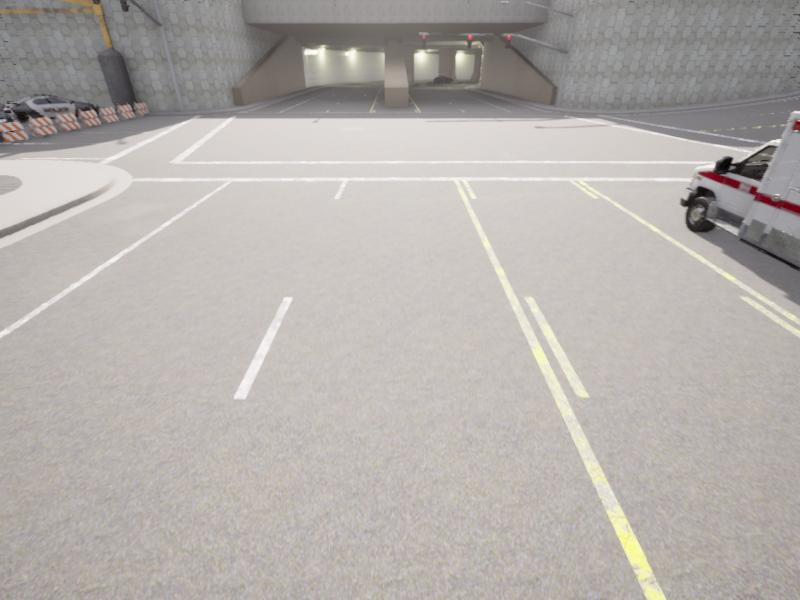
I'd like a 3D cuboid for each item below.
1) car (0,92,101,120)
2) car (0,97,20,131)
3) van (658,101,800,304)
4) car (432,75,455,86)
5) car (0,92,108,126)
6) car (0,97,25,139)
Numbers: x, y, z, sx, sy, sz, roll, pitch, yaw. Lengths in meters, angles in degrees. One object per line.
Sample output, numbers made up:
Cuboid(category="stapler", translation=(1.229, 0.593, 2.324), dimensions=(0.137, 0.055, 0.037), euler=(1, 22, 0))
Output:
Cuboid(category="car", translation=(-21.857, -12.209, 25.036), dimensions=(1.853, 1.218, 4.536), euler=(15, 34, 25))
Cuboid(category="car", translation=(-21.090, -9.544, 20.476), dimensions=(1.853, 1.218, 4.536), euler=(-20, 36, -31))
Cuboid(category="van", translation=(7.075, -1.298, 5.803), dimensions=(2.351, 2.431, 6.366), euler=(0, 30, 0))
Cuboid(category="car", translation=(8.485, -42.595, 77.501), dimensions=(2.152, 1.651, 5.027), euler=(20, 36, 30))
Cuboid(category="car", translation=(-21.832, -12.096, 25.155), dimensions=(2.038, 1.542, 4.974), euler=(15, 34, 25))
Cuboid(category="car", translation=(-21.059, -9.387, 20.520), dimensions=(2.038, 1.542, 4.974), euler=(-20, 36, -31))
